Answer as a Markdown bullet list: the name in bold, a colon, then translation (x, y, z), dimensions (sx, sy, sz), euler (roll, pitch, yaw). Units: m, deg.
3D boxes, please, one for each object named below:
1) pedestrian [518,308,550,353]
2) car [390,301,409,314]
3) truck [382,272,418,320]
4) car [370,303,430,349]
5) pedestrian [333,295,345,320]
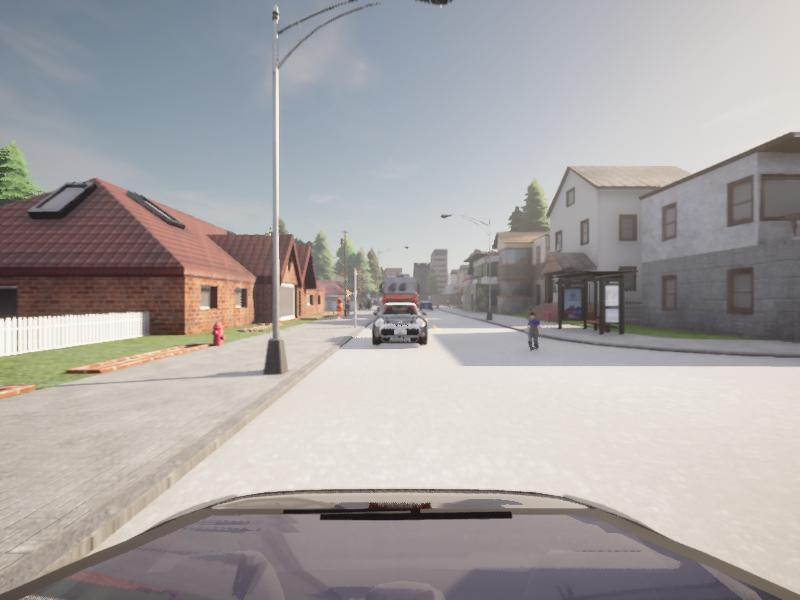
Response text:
- **pedestrian**: translation (4.169, 0.915, 12.414), dimensions (0.751, 1.300, 0.751), euler (0, 0, 35)
- **car**: translation (-0.003, 0.829, 47.263), dimensions (2.128, 1.511, 4.902), euler (0, 0, 0)
- **truck**: translation (-0.007, -0.326, 36.367), dimensions (2.891, 3.827, 8.468), euler (0, 0, 0)
- **car**: translation (-0.001, 0.851, 14.935), dimensions (1.970, 1.475, 3.806), euler (0, 0, 0)
- **pedestrian**: translation (-4.488, 0.528, 29.682), dimensions (0.751, 1.860, 0.751), euler (0, 0, 2)
